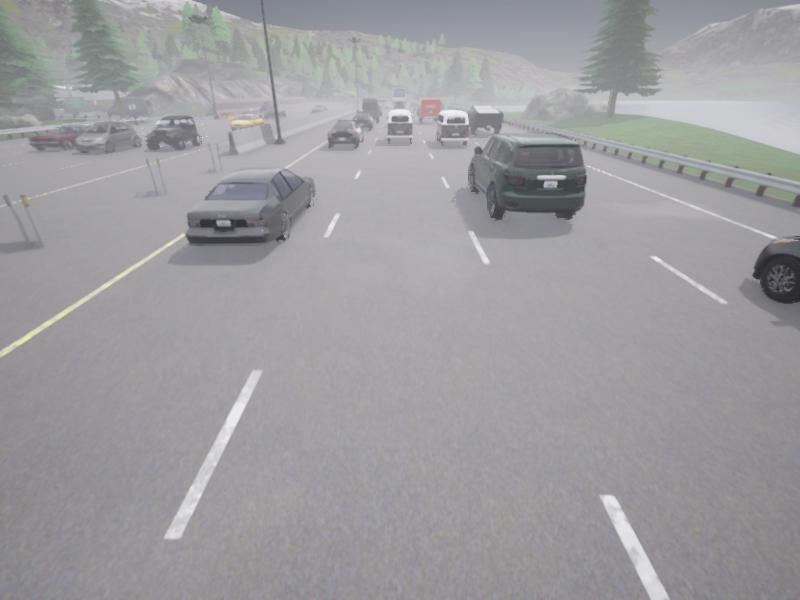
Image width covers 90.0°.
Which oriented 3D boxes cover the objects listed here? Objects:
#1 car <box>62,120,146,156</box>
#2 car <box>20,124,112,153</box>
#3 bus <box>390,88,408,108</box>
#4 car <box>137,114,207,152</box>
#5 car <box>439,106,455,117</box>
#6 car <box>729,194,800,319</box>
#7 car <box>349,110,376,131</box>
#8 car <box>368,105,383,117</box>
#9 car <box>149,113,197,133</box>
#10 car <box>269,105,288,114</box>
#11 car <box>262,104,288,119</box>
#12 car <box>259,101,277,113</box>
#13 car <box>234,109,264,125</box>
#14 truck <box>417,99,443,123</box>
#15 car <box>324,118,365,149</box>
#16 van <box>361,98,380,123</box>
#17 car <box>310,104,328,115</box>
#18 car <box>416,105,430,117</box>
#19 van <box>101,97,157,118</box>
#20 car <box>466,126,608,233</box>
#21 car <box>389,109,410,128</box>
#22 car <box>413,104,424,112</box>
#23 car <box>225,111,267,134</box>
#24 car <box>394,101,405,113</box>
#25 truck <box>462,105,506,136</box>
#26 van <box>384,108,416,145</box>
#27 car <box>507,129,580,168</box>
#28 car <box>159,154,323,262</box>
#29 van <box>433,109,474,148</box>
[{"bbox_3d":[-17.531,-9.795,24.017,1.851,1.617,3.988,0,27,0],"label":"car"},{"bbox_3d":[-21.030,-10.376,25.516,1.895,1.301,4.718,0,27,0],"label":"car"},{"bbox_3d":[-0.240,-49.065,97.110,3.944,4.253,10.273,0,27,0],"label":"bus"},{"bbox_3d":[-14.031,-10.448,24.940,1.905,1.878,3.866,0,27,0],"label":"car"},{"bbox_3d":[6.931,-28.096,59.612,1.895,1.301,4.718,0,27,0],"label":"car"},{"bbox_3d":[6.992,-0.028,4.930,2.007,1.525,4.514,0,27,0],"label":"car"},{"bbox_3d":[-3.544,-17.386,38.691,2.038,1.542,4.974,0,27,0],"label":"car"},{"bbox_3d":[-3.569,-28.246,59.751,2.007,1.525,4.514,0,27,0],"label":"car"},{"bbox_3d":[-21.043,-16.557,37.342,1.812,1.442,4.674,0,27,0],"label":"car"},{"bbox_3d":[-21.080,-33.225,69.815,1.895,1.301,4.718,0,27,0],"label":"car"},{"bbox_3d":[-17.566,-26.623,56.454,2.097,1.767,4.553,0,27,0],"label":"car"},{"bbox_3d":[-24.588,-35.903,74.427,1.905,1.878,3.866,0,27,0],"label":"car"},{"bbox_3d":[-17.554,-21.423,46.709,1.970,1.475,3.806,0,27,0],"label":"car"},{"bbox_3d":[3.455,-22.368,47.224,2.627,2.467,5.204,0,26,0],"label":"truck"},{"bbox_3d":[-3.531,-11.109,26.511,2.038,1.542,4.974,0,27,0],"label":"car"},{"bbox_3d":[-3.464,-22.879,48.228,1.988,2.561,5.915,-1,26,-1],"label":"van"},{"bbox_3d":[-14.079,-33.288,69.834,2.152,1.651,5.027,0,27,0],"label":"car"},{"bbox_3d":[3.428,-28.274,59.794,1.816,1.474,4.193,0,27,0],"label":"car"},{"bbox_3d":[-38.393,-27.360,56.788,5.915,2.561,1.988,0,27,0],"label":"van"},{"bbox_3d":[3.486,-3.797,11.695,2.150,2.045,5.566,0,27,0],"label":"car"},{"bbox_3d":[-0.047,-19.186,42.164,2.128,1.511,4.902,0,27,0],"label":"car"},{"bbox_3d":[3.415,-35.605,74.195,1.895,1.301,4.718,0,27,0],"label":"car"},{"bbox_3d":[-14.043,-16.410,36.845,1.801,1.575,5.366,0,27,0],"label":"car"},{"bbox_3d":[-0.084,-34.983,72.408,1.905,1.878,3.866,0,27,0],"label":"car"},{"bbox_3d":[6.959,-15.300,33.920,2.390,2.098,6.274,0,27,0],"label":"truck"},{"bbox_3d":[-0.006,-12.398,28.424,2.069,2.038,4.480,0,27,0],"label":"van"},{"bbox_3d":[6.977,-7.695,20.050,1.895,1.301,4.718,0,27,0],"label":"car"},{"bbox_3d":[-3.511,-2.630,10.221,2.033,1.411,5.357,0,27,0],"label":"car"},{"bbox_3d":[3.468,-11.518,26.683,2.069,2.038,4.480,0,27,0],"label":"van"}]
